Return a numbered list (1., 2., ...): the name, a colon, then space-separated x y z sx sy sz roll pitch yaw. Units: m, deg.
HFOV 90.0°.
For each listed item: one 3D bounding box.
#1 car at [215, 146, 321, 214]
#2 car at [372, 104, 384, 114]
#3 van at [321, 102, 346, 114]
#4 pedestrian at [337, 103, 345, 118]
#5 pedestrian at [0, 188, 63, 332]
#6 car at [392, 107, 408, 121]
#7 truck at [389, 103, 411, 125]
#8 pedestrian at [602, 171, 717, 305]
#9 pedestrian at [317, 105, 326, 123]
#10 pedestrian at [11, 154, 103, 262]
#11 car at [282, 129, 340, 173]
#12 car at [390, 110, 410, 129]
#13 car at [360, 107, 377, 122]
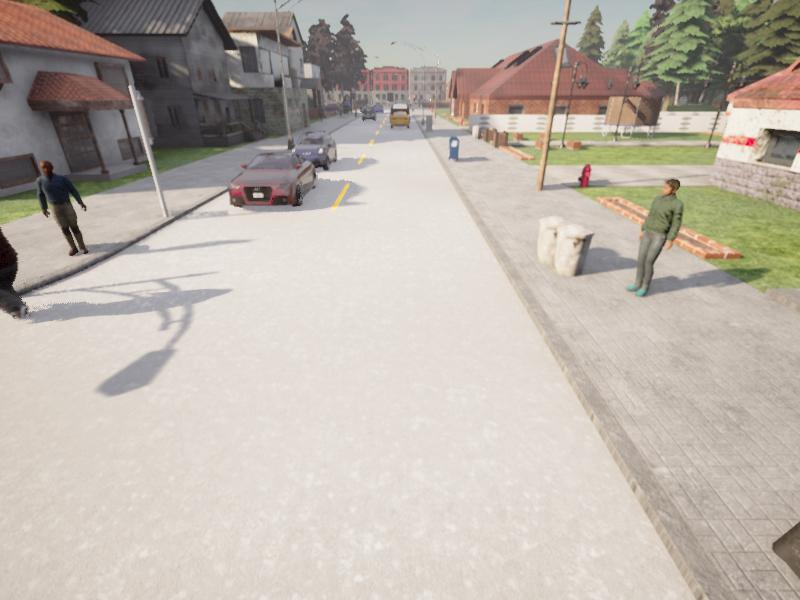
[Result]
1. car: -3.996 -4.020 12.974 1.994 1.385 4.181 0 27 0
2. car: -3.984 -35.352 73.909 2.007 1.525 4.514 0 27 0
3. van: -12.806 -37.292 77.669 4.442 1.987 1.775 0 27 0
4. pedestrian: -8.279 -26.484 55.967 0.751 1.860 0.751 6 28 11
5. pedestrian: -5.727 -0.545 5.605 0.751 1.860 0.751 -1 27 -2
6. car: -0.007 -25.564 54.835 2.128 1.511 4.902 0 27 0
7. truck: 0.001 -22.296 47.818 2.390 2.098 6.274 0 27 0
8. pedestrian: 3.918 -0.959 6.184 0.751 1.860 0.751 -7 28 -13
9. pedestrian: -9.166 -21.673 46.584 0.751 1.860 0.751 -1 27 -3
10. pedestrian: -6.622 -1.806 7.838 0.751 1.860 0.751 -14 30 -26
11. car: -3.999 -7.012 18.632 1.845 1.501 3.633 0 27 0
12. car: 0.004 -18.640 41.302 1.882 1.535 5.008 0 27 0
13. car: -3.998 -23.897 51.480 1.851 1.617 3.988 0 27 0
